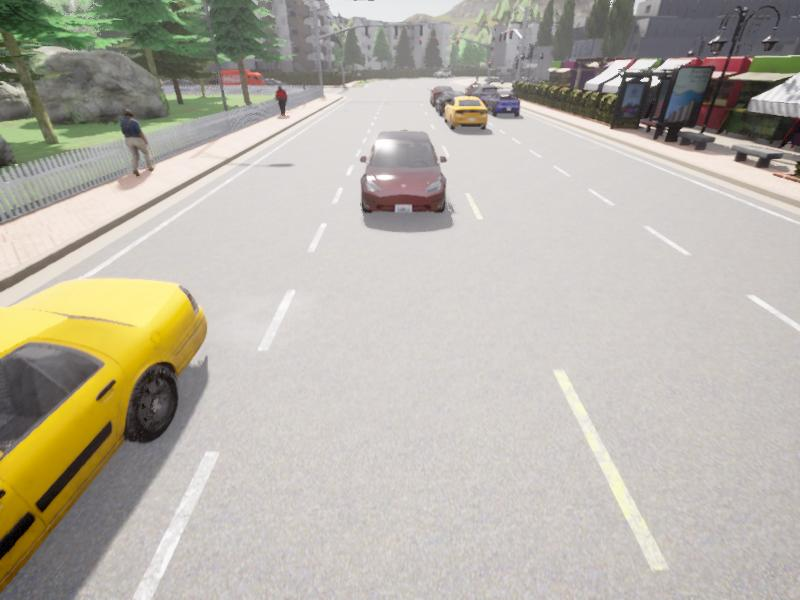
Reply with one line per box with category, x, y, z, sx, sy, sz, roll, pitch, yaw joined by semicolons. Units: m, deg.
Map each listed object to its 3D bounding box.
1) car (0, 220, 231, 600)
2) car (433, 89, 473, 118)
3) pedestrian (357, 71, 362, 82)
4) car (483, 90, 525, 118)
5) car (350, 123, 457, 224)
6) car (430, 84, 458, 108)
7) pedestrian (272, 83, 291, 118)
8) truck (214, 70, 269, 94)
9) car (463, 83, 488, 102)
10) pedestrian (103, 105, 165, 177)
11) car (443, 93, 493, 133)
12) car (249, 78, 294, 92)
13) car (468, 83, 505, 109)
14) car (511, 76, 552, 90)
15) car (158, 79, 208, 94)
car;-3.188;1.211;2.337;1.801;1.575;5.366;2;31;3
car;3.643;-13.970;28.282;2.163;1.488;4.792;0;30;0
pedestrian;-7.708;-42.310;75.788;0.751;1.860;0.751;2;30;3
car;7.131;-13.713;27.855;1.816;1.474;4.193;0;30;0
car;0.082;-3.536;10.518;2.163;1.488;4.792;0;30;0
car;3.649;-17.457;34.162;1.882;1.535;5.008;0;30;0
pedestrian;-7.358;-12.428;24.927;0.751;1.860;0.751;0;30;0
truck;-18.987;-26.295;48.265;5.204;2.467;2.627;1;30;1
car;7.262;-20.096;38.665;1.845;1.501;3.633;2;30;3
pedestrian;-7.663;-4.613;11.623;0.751;1.860;0.751;0;30;0
car;3.657;-10.591;22.474;1.882;1.535;5.008;0;30;0
car;-16.433;-27.618;51.466;4.902;1.511;2.128;1;30;1
car;7.147;-17.089;33.449;2.033;1.649;4.856;0;31;0
car;18.569;-30.735;56.693;5.027;1.651;2.152;2;30;3
car;-26.342;-25.980;48.685;4.892;1.490;1.837;1;30;1
